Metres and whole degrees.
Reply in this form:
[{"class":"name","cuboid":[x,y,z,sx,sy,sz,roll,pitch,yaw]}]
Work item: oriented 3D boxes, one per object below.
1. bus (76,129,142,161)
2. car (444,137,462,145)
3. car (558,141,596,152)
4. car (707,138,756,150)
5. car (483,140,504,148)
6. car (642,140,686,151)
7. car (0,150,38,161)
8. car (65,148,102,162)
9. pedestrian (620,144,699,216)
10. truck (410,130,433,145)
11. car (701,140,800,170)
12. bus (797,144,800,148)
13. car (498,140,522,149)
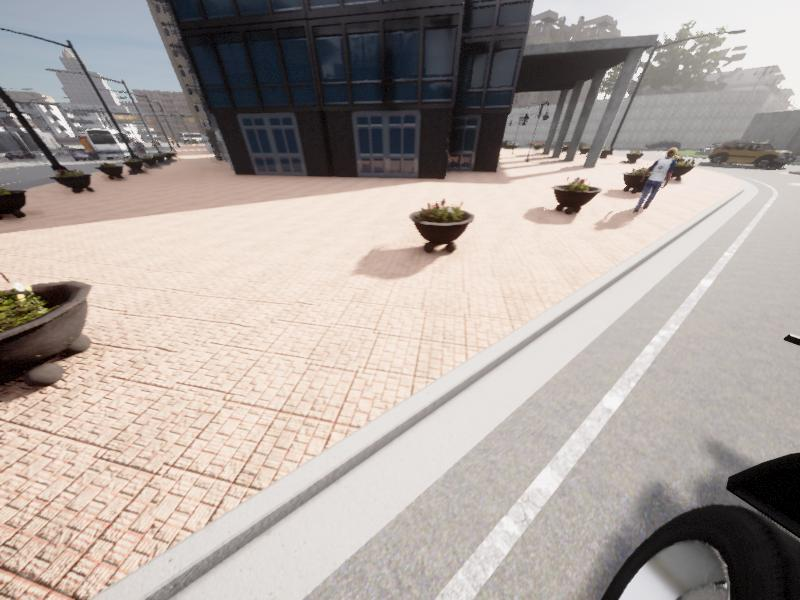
[{"class":"bus","cuboid":[-51.109,-27.720,41.188,3.944,4.253,10.273,-22,40,-27]},{"class":"car","cuboid":[17.110,-51.351,74.619,2.150,2.045,5.566,-20,40,-26]},{"class":"car","cuboid":[32.683,-28.519,42.820,2.152,1.651,5.027,-15,38,-20]},{"class":"car","cuboid":[60.547,-28.529,42.321,4.553,1.767,2.097,10,37,14]},{"class":"car","cuboid":[22.983,-38.334,56.745,1.994,1.385,4.181,-20,40,-26]},{"class":"car","cuboid":[50.968,-29.968,44.800,5.027,1.651,2.152,15,38,20]},{"class":"car","cuboid":[-66.586,-25.414,40.461,1.994,1.385,4.181,-22,41,-27]},{"class":"car","cuboid":[-51.913,-23.873,38.009,2.033,1.649,4.856,-22,41,-27]},{"class":"pedestrian","cuboid":[7.943,-3.698,7.165,0.751,1.860,0.751,-22,40,-27]},{"class":"truck","cuboid":[6.824,-53.817,76.613,2.891,3.827,8.468,-20,40,-26]},{"class":"car","cuboid":[29.849,-12.415,19.636,1.932,1.855,4.605,-7,37,-9]},{"class":"bus","cuboid":[92.041,-35.701,50.102,10.273,4.253,3.944,-21,40,-26]},{"class":"car","cuboid":[23.882,-33.821,50.240,1.851,1.617,3.988,-20,40,-25]}]
